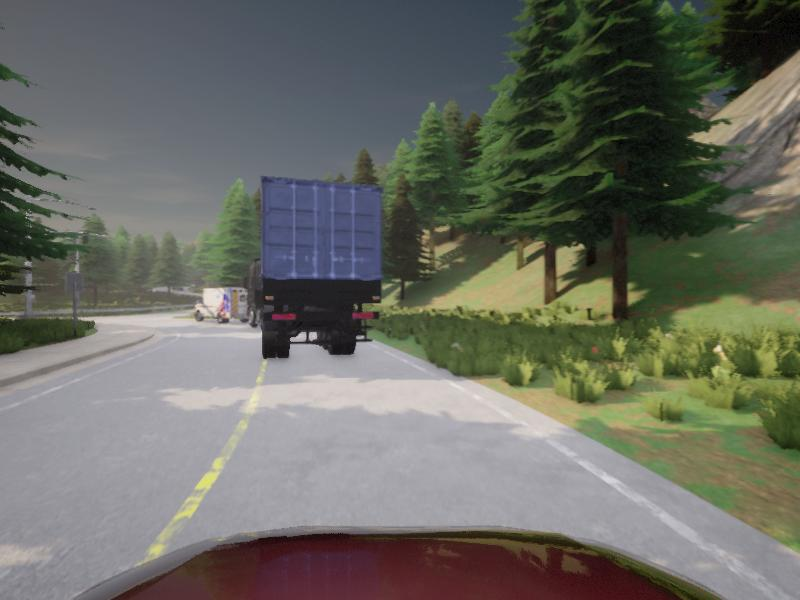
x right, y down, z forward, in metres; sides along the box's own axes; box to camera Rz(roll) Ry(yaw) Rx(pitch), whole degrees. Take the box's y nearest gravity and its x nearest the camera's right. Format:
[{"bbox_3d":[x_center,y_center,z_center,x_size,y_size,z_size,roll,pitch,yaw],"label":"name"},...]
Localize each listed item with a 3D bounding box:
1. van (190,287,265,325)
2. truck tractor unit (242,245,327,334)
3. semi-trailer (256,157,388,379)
[{"bbox_3d":[-12.569,0.401,28.855,6.366,2.431,2.351,0,0,40],"label":"van"},{"bbox_3d":[-6.695,-0.485,22.434,3.053,4.208,6.516,0,0,-31],"label":"truck tractor unit"},{"bbox_3d":[-3.806,-0.612,15.098,2.717,4.402,14.254,0,0,-18],"label":"semi-trailer"}]
